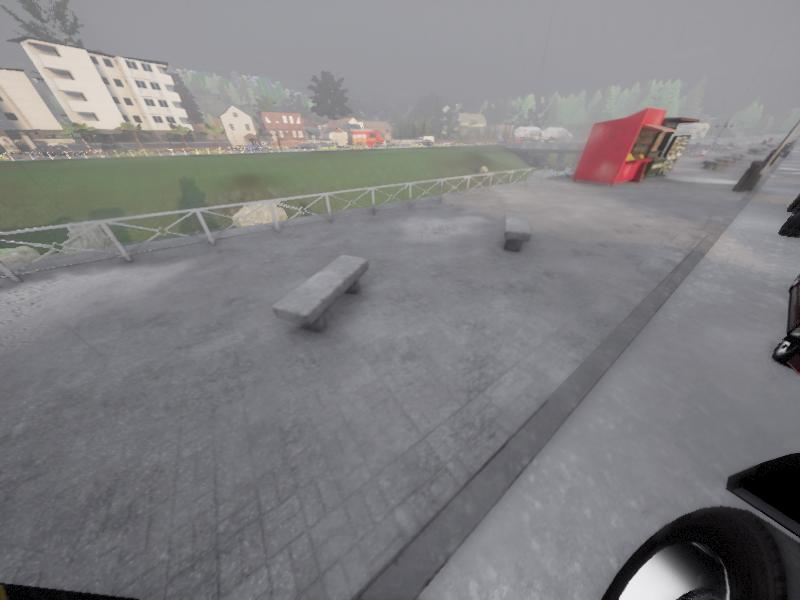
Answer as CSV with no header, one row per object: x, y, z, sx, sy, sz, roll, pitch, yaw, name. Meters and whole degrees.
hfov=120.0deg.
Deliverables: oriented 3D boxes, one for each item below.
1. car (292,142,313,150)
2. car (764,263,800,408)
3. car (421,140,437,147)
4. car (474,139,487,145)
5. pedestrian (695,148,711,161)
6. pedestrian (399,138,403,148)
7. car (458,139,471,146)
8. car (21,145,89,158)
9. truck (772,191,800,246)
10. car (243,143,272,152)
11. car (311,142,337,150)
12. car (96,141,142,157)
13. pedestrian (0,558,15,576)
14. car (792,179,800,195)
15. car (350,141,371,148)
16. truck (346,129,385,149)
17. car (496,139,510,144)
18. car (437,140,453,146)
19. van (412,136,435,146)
-21.869,-34.681,52.015,3.806,1.475,1.970,-22,41,-28,car
6.189,0.209,2.397,4.181,1.385,1.994,-22,41,-28,car
8.124,-44.143,65.076,3.988,1.617,1.851,-22,41,-28,car
28.056,-55.026,80.468,3.806,1.475,1.970,-22,41,-28,car
31.495,-15.165,24.005,0.500,1.100,0.500,24,42,31,pedestrian
0.279,-37.512,55.229,0.751,1.860,0.751,-21,40,-27,pedestrian
20.188,-49.076,71.942,3.633,1.501,1.845,-22,41,-28,car
-51.858,-22.460,34.919,5.357,1.411,2.033,-22,41,-28,car
12.959,-2.862,6.042,6.274,2.098,2.390,-22,40,-27,truck
-27.579,-29.579,44.754,4.193,1.474,1.816,-22,41,-28,car
-16.698,-34.015,50.953,4.792,1.488,2.163,-22,41,-28,car
-43.203,-23.373,35.716,3.866,1.878,1.905,-22,41,-28,car
-2.644,1.291,0.919,0.500,1.100,0.500,2,35,4,pedestrian
20.871,-5.850,10.727,4.902,1.511,2.128,-22,40,-27,car
-9.937,-39.590,58.783,4.892,1.490,1.837,-22,41,-28,car
-8.072,-38.484,55.182,8.468,3.827,2.891,-22,41,-28,truck
36.166,-55.538,81.084,4.674,1.442,1.812,-22,41,-28,car
14.052,-49.284,72.511,4.718,1.301,1.895,-22,41,-28,car
6.964,-46.860,68.149,6.366,2.431,2.351,-22,41,-28,van
